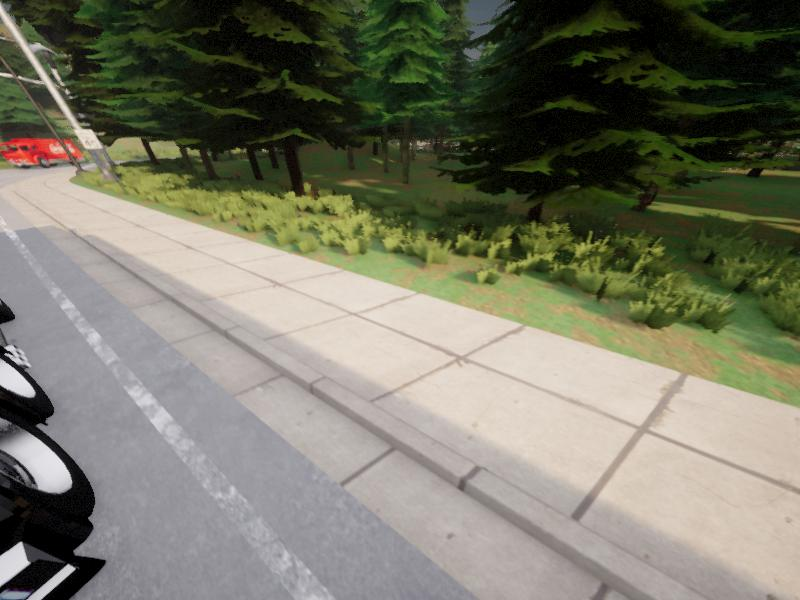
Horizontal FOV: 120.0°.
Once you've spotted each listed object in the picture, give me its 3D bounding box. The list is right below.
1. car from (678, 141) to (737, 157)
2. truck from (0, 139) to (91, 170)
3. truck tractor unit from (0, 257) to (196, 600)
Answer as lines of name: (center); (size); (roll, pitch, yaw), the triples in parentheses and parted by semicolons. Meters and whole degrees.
car: (45.046, -22.328, 34.077); (4.605, 1.855, 1.932); (20, 40, 26)
truck: (-36.620, -15.021, 23.668); (2.627, 2.467, 5.204); (-5, 35, -6)
truck tractor unit: (-5.107, -0.302, 0.805); (6.516, 4.208, 3.053); (18, 39, 25)
